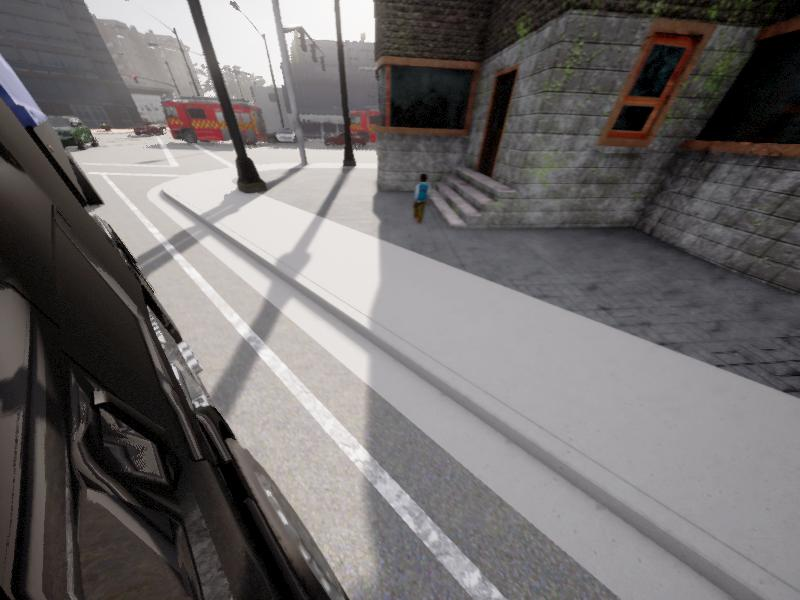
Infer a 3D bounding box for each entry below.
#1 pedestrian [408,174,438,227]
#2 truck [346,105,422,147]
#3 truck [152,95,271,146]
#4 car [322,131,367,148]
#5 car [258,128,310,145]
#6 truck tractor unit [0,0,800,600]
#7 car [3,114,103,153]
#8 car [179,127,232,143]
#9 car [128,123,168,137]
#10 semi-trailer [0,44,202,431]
[{"bbox_3d":[0.515,-2.401,5.593,0.500,1.100,0.500,-6,38,-11],"label":"pedestrian"},{"bbox_3d":[-1.913,-21.193,28.321,8.468,3.827,2.891,-2,37,-4],"label":"truck"},{"bbox_3d":[-19.020,-18.545,24.116,8.468,3.827,2.891,-2,37,-5],"label":"truck"},{"bbox_3d":[-6.083,-17.970,25.896,4.674,1.442,1.812,-2,37,-5],"label":"car"},{"bbox_3d":[-13.911,-19.884,28.048,4.974,1.542,2.038,-1,37,-5],"label":"car"},{"bbox_3d":[-2.645,-0.295,0.351,6.516,4.208,3.053,28,44,30],"label":"truck tractor unit"},{"bbox_3d":[-24.736,-12.227,16.893,2.150,2.045,5.566,-21,43,-28],"label":"car"},{"bbox_3d":[-22.913,-19.578,27.361,4.181,1.385,1.994,-1,37,-4],"label":"car"},{"bbox_3d":[-35.193,-23.936,32.436,1.816,1.474,4.193,-7,38,-12],"label":"car"},{"bbox_3d":[-8.701,-3.584,4.251,14.254,4.402,2.717,28,44,30],"label":"semi-trailer"}]
